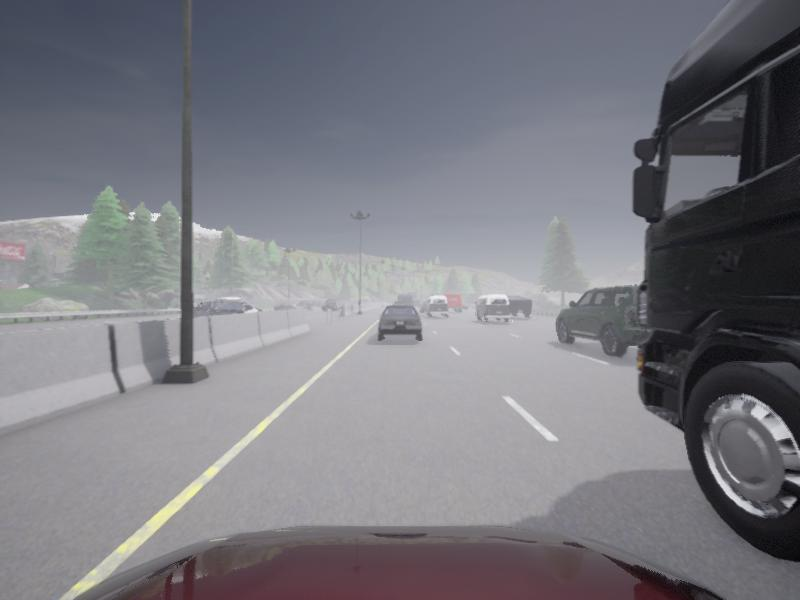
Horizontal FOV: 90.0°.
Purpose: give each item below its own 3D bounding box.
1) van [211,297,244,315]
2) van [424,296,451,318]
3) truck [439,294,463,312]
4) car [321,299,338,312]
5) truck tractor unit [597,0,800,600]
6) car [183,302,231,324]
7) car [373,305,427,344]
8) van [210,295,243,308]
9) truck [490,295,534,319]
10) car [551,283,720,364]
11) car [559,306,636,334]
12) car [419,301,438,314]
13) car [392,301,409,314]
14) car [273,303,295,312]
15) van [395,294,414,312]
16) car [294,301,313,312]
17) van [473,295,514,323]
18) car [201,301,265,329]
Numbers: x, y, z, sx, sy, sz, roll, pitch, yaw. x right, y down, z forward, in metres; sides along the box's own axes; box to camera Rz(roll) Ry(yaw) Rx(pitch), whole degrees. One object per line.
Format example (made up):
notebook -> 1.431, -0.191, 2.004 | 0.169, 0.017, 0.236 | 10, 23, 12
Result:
van -> -20.989, 0.671, 48.904 | 2.069, 2.038, 4.480 | 0, 1, 0
van -> 3.628, 0.654, 39.488 | 2.069, 2.038, 4.480 | 0, -1, -1
truck -> 7.056, 0.465, 55.809 | 2.627, 2.467, 5.204 | 0, -1, -1
car -> -10.490, 0.777, 59.929 | 1.905, 1.878, 3.866 | 0, 0, 0
truck tractor unit -> 3.495, -0.519, 0.747 | 3.053, 4.208, 6.516 | 0, 0, 0
car -> -14.088, 0.892, 29.484 | 1.845, 1.501, 3.633 | 0, 0, -1
car -> 0.005, 0.934, 17.669 | 2.033, 1.411, 5.357 | 0, 0, 0
van -> -34.808, 0.280, 80.332 | 5.915, 2.561, 1.988 | 0, 0, 0
truck -> 10.510, 0.625, 38.085 | 2.390, 2.098, 6.274 | 0, 0, 0
car -> 7.000, 0.598, 12.886 | 2.150, 2.045, 5.566 | 0, 0, 0
car -> 10.504, 0.991, 21.748 | 1.895, 1.301, 4.718 | 0, 0, 0
car -> 3.542, 0.947, 50.569 | 2.128, 1.511, 4.902 | 0, 0, 0
car -> 0.011, 0.933, 50.352 | 2.038, 1.542, 4.974 | 0, 0, 0
car -> -17.488, 1.076, 60.646 | 1.895, 1.301, 4.718 | 0, 0, 0
van -> 0.639, 0.453, 59.243 | 1.988, 2.561, 5.915 | 0, 0, -7
car -> -13.990, 0.915, 58.040 | 1.851, 1.617, 3.988 | 0, 0, 0
van -> 7.006, 0.638, 30.475 | 2.069, 2.038, 4.480 | 0, 0, 0
car -> -10.496, 0.878, 25.611 | 2.038, 1.542, 4.974 | 0, 0, 0
